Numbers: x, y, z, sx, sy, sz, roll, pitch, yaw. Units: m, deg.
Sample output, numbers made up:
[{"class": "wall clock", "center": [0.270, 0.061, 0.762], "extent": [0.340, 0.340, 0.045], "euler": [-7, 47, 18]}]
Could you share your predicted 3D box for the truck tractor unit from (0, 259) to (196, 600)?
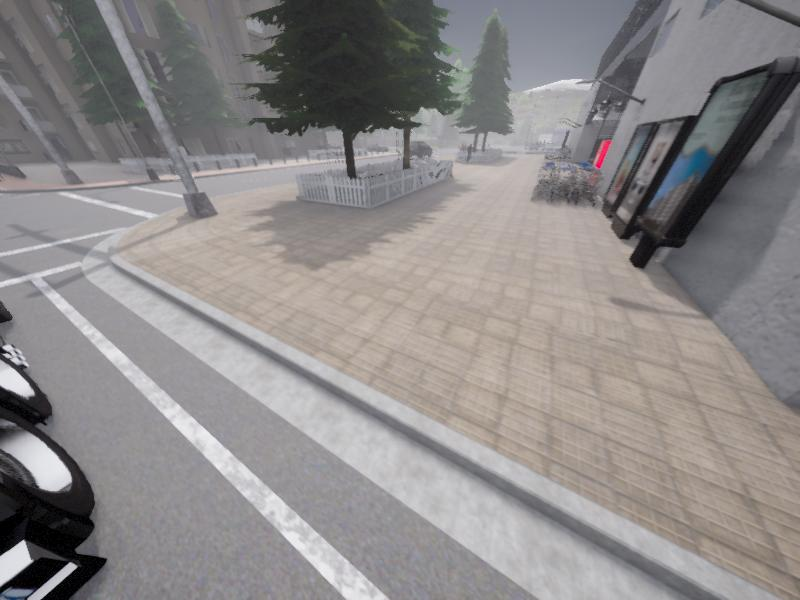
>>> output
[{"class": "truck tractor unit", "center": [-5.104, -0.308, 0.789], "extent": [6.516, 4.208, 3.053], "euler": [19, 39, 24]}]
